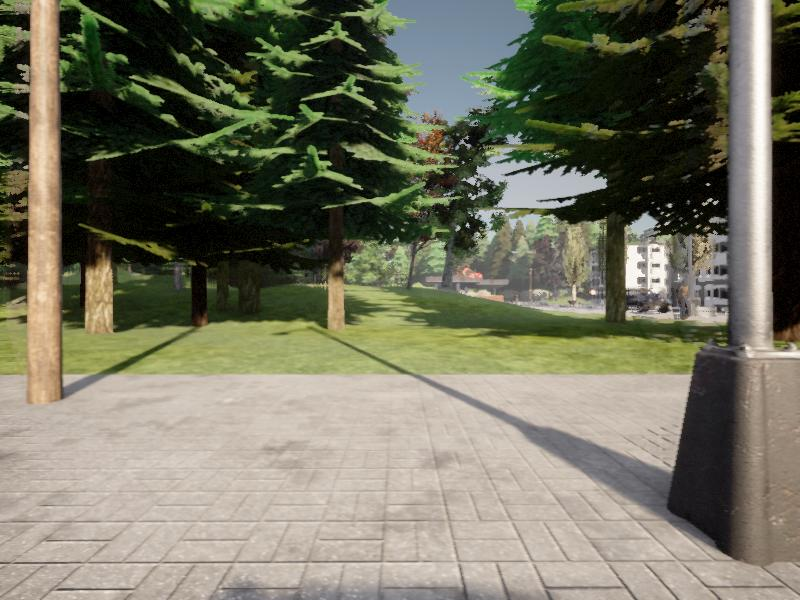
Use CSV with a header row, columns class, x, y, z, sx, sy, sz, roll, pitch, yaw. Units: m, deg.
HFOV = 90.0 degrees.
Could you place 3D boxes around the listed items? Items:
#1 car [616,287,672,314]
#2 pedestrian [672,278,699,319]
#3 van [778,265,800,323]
class,x,y,z,sx,sy,sz,roll,pitch,yaw
car,18.479,0.047,30.483,1.905,1.878,3.866,0,0,0
pedestrian,13.258,-0.067,18.623,0.751,1.860,0.751,0,0,5
van,18.547,-0.277,15.609,1.988,2.561,5.915,0,0,0
